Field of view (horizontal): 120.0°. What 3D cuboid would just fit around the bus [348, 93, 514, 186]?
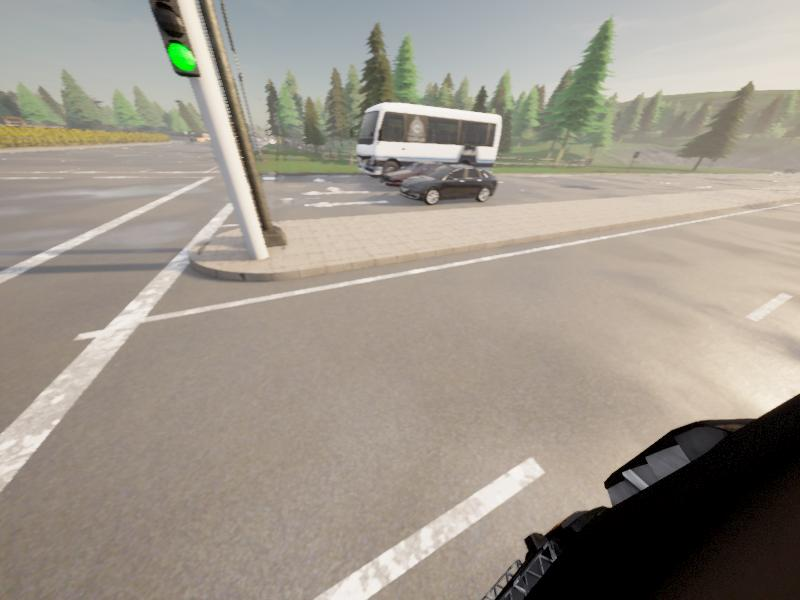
[{"bbox_3d":[2.076,-10.814,16.282,10.273,4.253,3.944,-13,37,-22],"label":"bus"}]

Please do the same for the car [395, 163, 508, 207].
[{"bbox_3d":[2.406,-5.521,10.924,4.892,1.490,1.837,-13,37,-22],"label":"car"}]

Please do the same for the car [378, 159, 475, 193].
[{"bbox_3d":[1.552,-7.446,13.804,5.357,1.411,2.033,-13,37,-22],"label":"car"}]
